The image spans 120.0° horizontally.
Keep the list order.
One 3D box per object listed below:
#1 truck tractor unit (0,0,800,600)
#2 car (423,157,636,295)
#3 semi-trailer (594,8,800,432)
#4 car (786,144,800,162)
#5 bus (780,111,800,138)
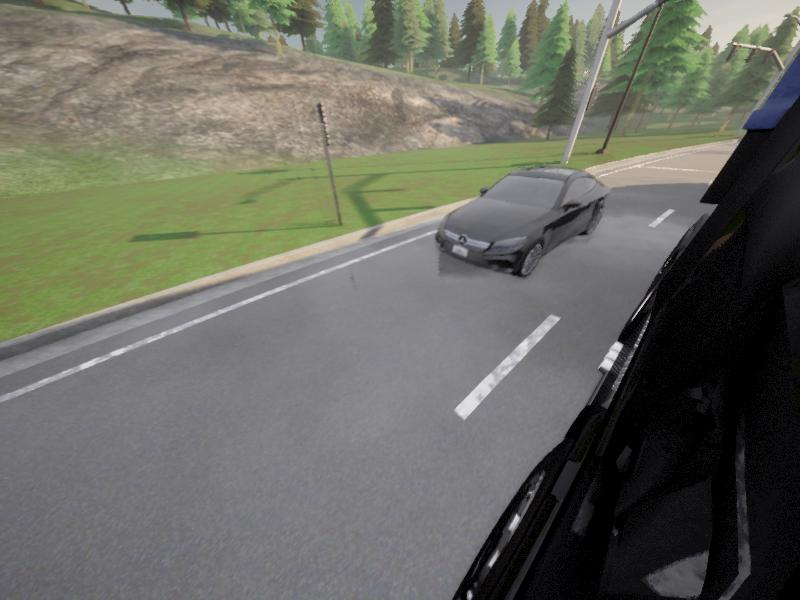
[{"bbox_3d":[2.645,-0.295,0.352,6.516,4.208,3.053,-28,44,-30],"label":"truck tractor unit"},{"bbox_3d":[2.848,-1.984,4.978,4.674,1.442,1.812,-27,43,-29],"label":"car"},{"bbox_3d":[8.922,-3.427,4.016,14.254,4.402,2.717,-25,42,-27],"label":"semi-trailer"},{"bbox_3d":[22.958,-8.325,12.144,3.705,1.549,1.789,-21,40,-22],"label":"car"},{"bbox_3d":[44.155,-18.398,22.138,10.273,4.253,3.944,-14,38,-15],"label":"bus"}]
